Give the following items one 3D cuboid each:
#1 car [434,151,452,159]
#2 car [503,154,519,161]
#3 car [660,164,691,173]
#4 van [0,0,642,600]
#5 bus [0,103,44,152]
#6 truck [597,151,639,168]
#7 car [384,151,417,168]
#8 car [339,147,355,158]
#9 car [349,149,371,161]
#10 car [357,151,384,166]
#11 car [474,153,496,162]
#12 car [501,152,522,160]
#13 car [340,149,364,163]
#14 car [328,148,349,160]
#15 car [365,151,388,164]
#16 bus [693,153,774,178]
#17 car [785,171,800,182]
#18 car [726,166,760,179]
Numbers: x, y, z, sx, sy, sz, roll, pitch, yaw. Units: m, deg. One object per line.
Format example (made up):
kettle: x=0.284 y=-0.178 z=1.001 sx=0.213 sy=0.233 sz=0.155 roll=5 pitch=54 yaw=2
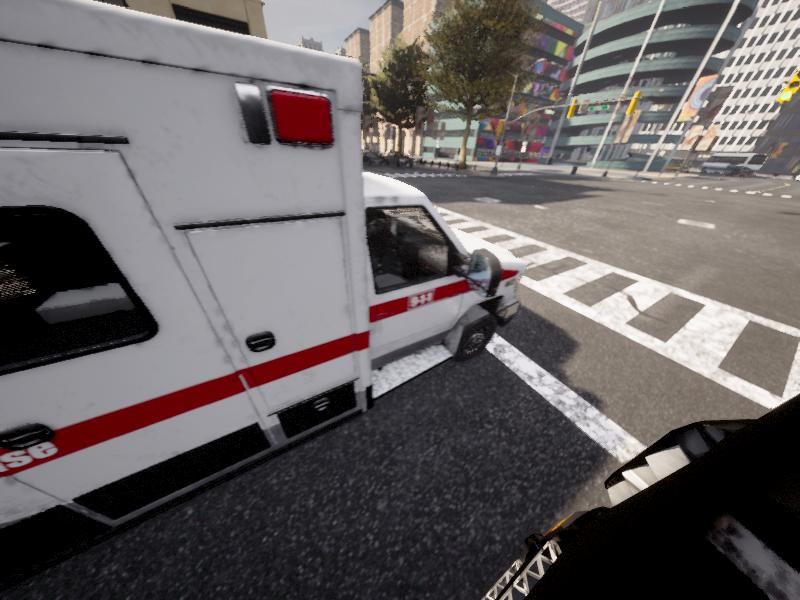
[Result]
car: x=11.943 y=-40.761 z=64.875 sx=2.161 sy=1.482 sz=4.786 roll=-16 pitch=38 yaw=-26
car: x=37.676 y=-48.434 z=78.482 sx=2.007 sy=1.523 sz=4.514 roll=-16 pitch=38 yaw=-26
car: x=69.415 y=-33.390 z=58.382 sx=1.801 sy=1.575 sz=5.366 roll=5 pitch=34 yaw=4
van: x=-1.625 y=-0.110 z=1.804 sx=6.366 sy=2.431 sz=2.351 roll=-16 pitch=38 yaw=-26
bus: x=-44.567 y=-18.081 z=23.899 sx=3.944 sy=4.253 sz=10.273 roll=-16 pitch=39 yaw=-26
truck: x=67.058 y=-43.540 z=71.434 sx=2.891 sy=3.827 sz=8.468 roll=-9 pitch=35 yaw=-17
car: x=-0.072 y=-18.764 z=30.751 sx=2.242 sy=1.667 sz=4.611 roll=-16 pitch=38 yaw=-26
car: x=-10.405 y=-28.922 z=45.321 sx=1.851 sy=1.617 sz=3.988 roll=-16 pitch=38 yaw=-26
car: x=-7.068 y=-25.592 z=40.645 sx=2.128 sy=1.511 sz=4.902 roll=-16 pitch=38 yaw=-26
car: x=-4.004 y=-18.745 z=30.618 sx=1.812 sy=1.442 sz=4.674 roll=-16 pitch=38 yaw=-26
car: x=21.335 y=-36.070 z=58.464 sx=2.128 sy=1.511 sz=4.902 roll=-16 pitch=38 yaw=-26
car: x=37.722 y=-48.731 z=78.225 sx=2.435 sy=2.045 sz=5.566 roll=-16 pitch=38 yaw=-26
car: x=-7.383 y=-22.064 z=35.285 sx=2.007 sy=1.525 sz=4.514 roll=-16 pitch=38 yaw=-26
car: x=-10.697 y=-25.286 z=39.915 sx=1.837 sy=1.490 sz=4.892 roll=-16 pitch=38 yaw=-27
car: x=-3.723 y=-22.228 z=35.962 sx=1.994 sy=1.385 sz=4.181 roll=-16 pitch=38 yaw=-26
bus: x=75.488 y=-31.117 z=52.969 sx=3.944 sy=4.253 sz=10.273 roll=7 pitch=34 yaw=7
car: x=73.177 y=-21.995 z=41.445 sx=2.038 sy=1.542 sz=4.974 roll=21 pitch=37 yaw=24
car: x=68.666 y=-25.654 z=46.357 sx=1.905 sy=1.878 sz=3.866 roll=18 pitch=36 yaw=22
